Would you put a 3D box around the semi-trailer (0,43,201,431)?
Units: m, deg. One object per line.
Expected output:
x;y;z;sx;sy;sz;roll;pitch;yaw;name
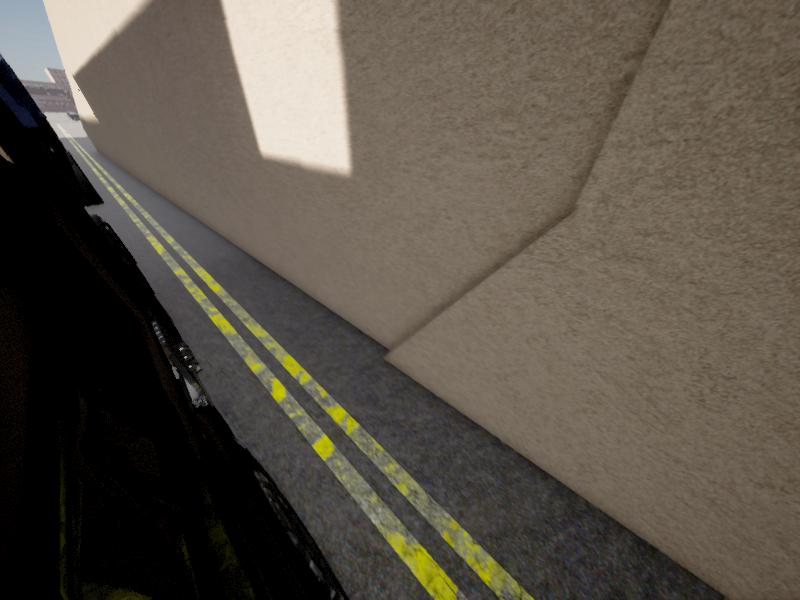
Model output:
-8.700;-3.595;4.240;14.254;4.402;2.717;28;44;30;semi-trailer

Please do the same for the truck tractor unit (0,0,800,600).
-2.645;-0.295;0.351;6.516;4.208;3.053;28;44;30;truck tractor unit
